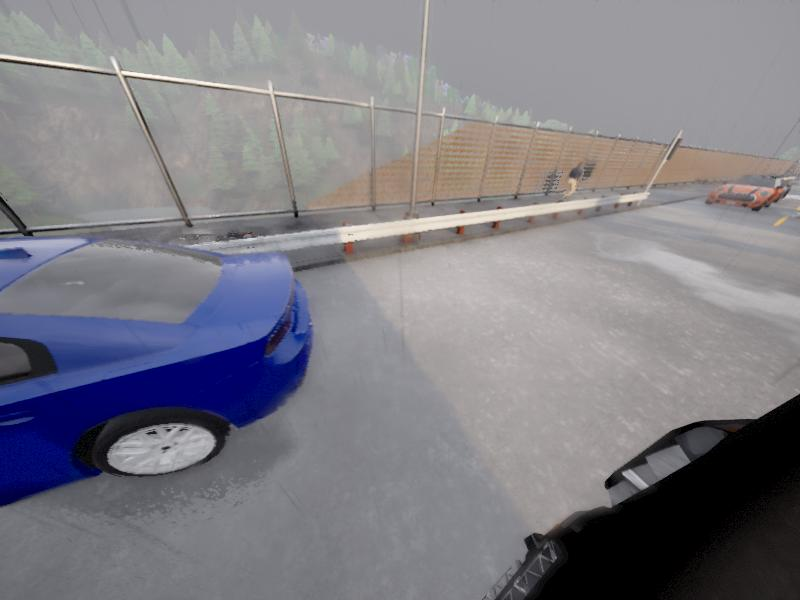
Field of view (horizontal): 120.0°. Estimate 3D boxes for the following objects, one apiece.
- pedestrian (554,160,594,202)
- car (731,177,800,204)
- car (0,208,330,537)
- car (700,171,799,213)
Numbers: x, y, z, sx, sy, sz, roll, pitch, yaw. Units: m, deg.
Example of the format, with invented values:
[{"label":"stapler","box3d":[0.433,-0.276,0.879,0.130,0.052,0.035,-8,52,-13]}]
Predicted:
[{"label":"pedestrian","box3d":[8.938,-6.123,11.921,0.751,1.860,0.751,-15,38,-25]},{"label":"car","box3d":[26.953,-8.148,17.018,4.181,1.385,1.994,-16,38,-26]},{"label":"car","box3d":[-3.289,0.457,1.611,5.008,1.535,1.882,-11,35,-20]},{"label":"car","box3d":[20.633,-6.499,13.669,4.553,1.767,2.097,-16,38,-26]}]
